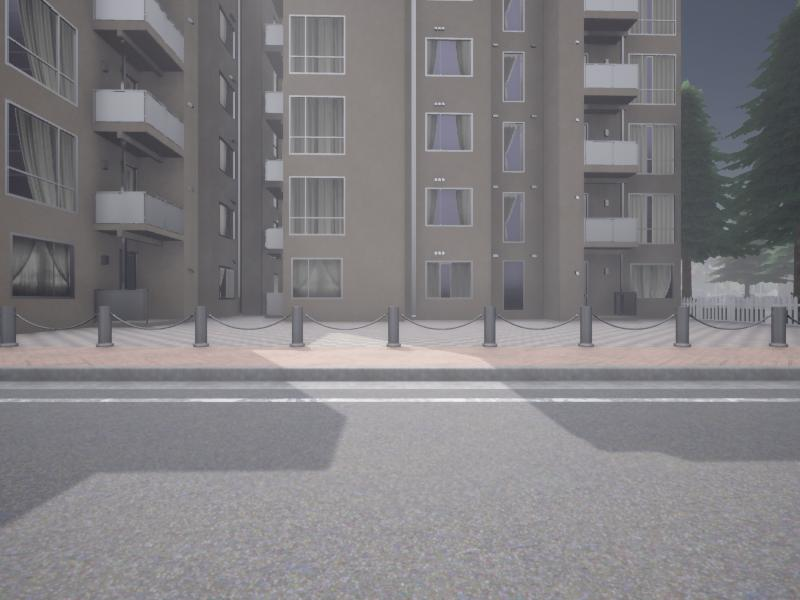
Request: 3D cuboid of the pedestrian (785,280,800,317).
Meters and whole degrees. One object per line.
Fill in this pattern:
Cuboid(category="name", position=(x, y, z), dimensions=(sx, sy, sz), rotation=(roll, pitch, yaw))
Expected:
Cuboid(category="pedestrian", position=(20.468, -0.100, 20.484), dimensions=(0.751, 1.860, 0.751), rotation=(0, 0, -1))

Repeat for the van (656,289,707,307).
Cuboid(category="van", position=(40.253, -0.277, 57.331), dimensions=(5.915, 2.561, 1.988), rotation=(0, 0, -1))
